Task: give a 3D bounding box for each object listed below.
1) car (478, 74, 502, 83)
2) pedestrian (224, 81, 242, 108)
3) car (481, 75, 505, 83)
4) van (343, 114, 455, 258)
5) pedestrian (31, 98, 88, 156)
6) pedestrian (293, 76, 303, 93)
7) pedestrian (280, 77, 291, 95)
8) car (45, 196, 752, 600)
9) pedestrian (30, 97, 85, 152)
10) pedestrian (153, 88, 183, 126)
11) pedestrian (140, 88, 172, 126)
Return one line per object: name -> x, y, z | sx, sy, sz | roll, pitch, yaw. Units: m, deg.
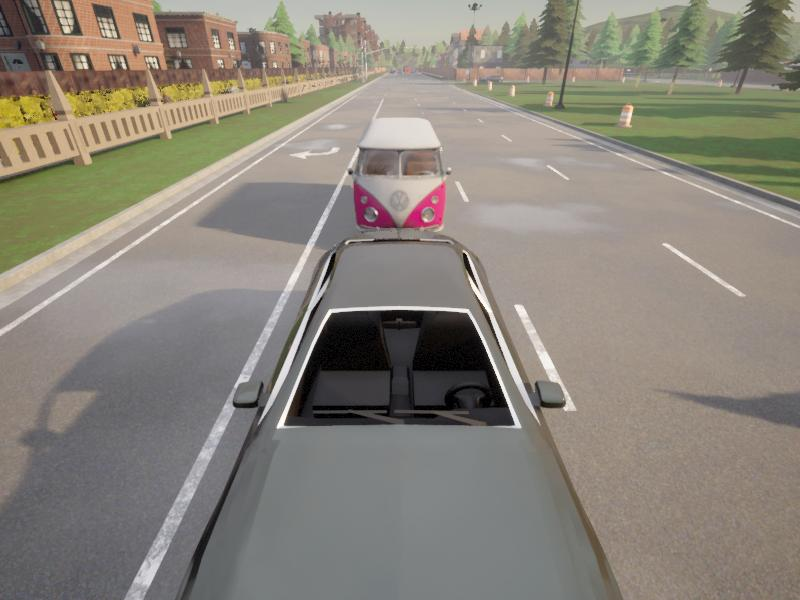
car -> 20.149, -49.934, 90.028 | 4.611, 1.667, 2.242 | -6, 31, -11
pedestrian -> -13.105, -16.147, 31.481 | 0.751, 1.860, 0.751 | 0, 30, -1
car -> 20.158, -48.066, 86.909 | 4.514, 1.525, 2.007 | -7, 31, -12
van -> -0.011, -2.753, 8.761 | 1.775, 1.987, 4.442 | 0, 31, 0
pedestrian -> -12.396, -6.307, 14.627 | 0.751, 1.860, 0.751 | 1, 30, 1
pedestrian -> -12.874, -27.256, 50.516 | 0.751, 1.860, 0.751 | -1, 30, -1
pedestrian -> -13.114, -24.550, 45.875 | 0.751, 1.860, 0.751 | 0, 30, 0
car -> -0.005, 0.659, 3.295 | 2.152, 1.651, 5.027 | 0, 30, 0
pedestrian -> -13.087, -6.732, 15.354 | 0.751, 1.860, 0.751 | 2, 30, 3
pedestrian -> -12.741, -10.631, 22.033 | 0.751, 1.860, 0.751 | -2, 30, -4
pedestrian -> -13.454, -10.674, 22.107 | 0.751, 1.860, 0.751 | 0, 30, 0
